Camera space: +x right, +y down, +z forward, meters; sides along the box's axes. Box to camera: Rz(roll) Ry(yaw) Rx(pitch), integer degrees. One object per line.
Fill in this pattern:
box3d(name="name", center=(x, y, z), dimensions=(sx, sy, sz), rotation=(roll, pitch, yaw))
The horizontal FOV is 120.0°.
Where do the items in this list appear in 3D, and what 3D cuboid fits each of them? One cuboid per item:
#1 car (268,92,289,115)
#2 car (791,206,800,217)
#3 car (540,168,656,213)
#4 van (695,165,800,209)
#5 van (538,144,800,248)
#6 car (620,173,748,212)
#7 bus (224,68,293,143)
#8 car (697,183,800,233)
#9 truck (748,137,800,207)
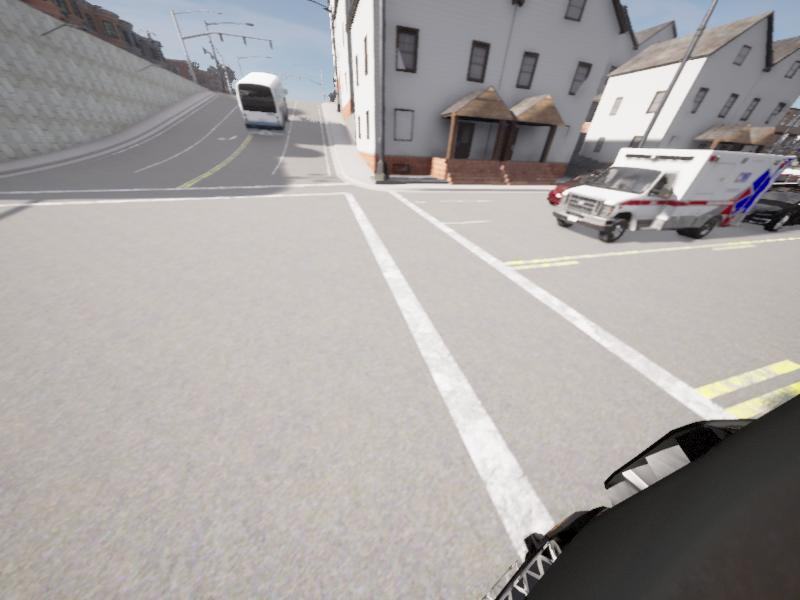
box3d(name="car", center=(-16.666, -27.274, 31.951), dimensions=(1.801, 1.575, 5.366), rotation=(-6, 48, -15))
box3d(name="car", center=(23.208, -4.747, 11.626), dimensions=(4.181, 1.385, 1.994), rotation=(-6, 35, -13))
box3d(name="car", center=(9.329, -5.273, 11.082), dimensions=(3.988, 1.617, 1.851), rotation=(-7, 35, -14))
box3d(name="van", center=(21.505, -6.860, 14.035), dimensions=(4.480, 2.038, 2.069), rotation=(-7, 35, -14))
box3d(name="van", center=(8.504, -3.494, 7.628), dimensions=(6.366, 2.431, 2.351), rotation=(-7, 35, -14))
box3d(name="car", center=(15.298, -5.919, 12.611), dimensions=(4.902, 1.511, 2.128), rotation=(-7, 35, -14))
box3d(name="bus", center=(-13.965, -20.474, 24.087), dimensions=(3.944, 4.253, 10.273), rotation=(-7, 49, -15))
box3d(name="car", center=(15.906, -3.964, 9.760), dimensions=(4.892, 1.490, 1.837), rotation=(-7, 35, -14))
box3d(name="truck", center=(29.947, -8.577, 15.670), dimensions=(8.468, 3.827, 2.891), rotation=(-7, 35, -14))
